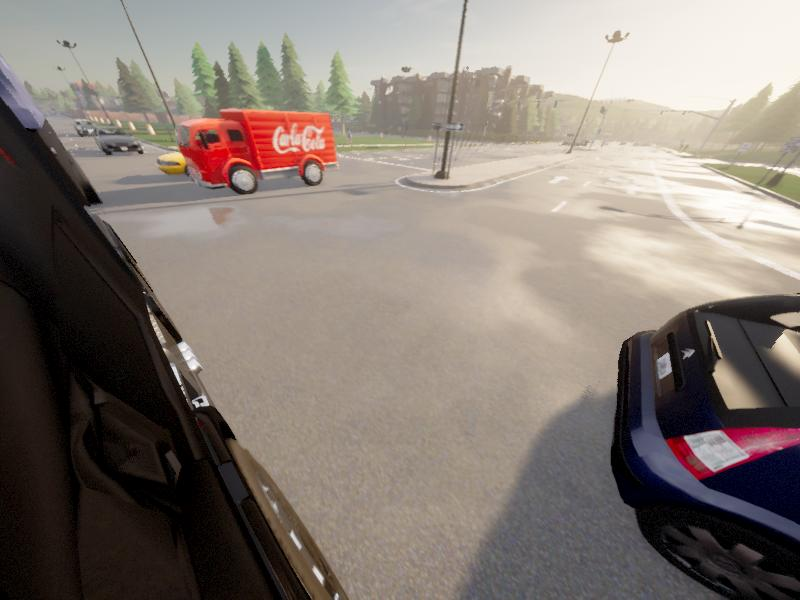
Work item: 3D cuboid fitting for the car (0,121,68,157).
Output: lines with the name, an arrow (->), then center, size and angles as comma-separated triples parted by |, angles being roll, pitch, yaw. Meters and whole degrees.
car -> -22.984, -10.069, 14.338 | 4.902, 1.511, 2.128 | 28, 44, 30

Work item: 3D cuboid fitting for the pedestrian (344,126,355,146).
pedestrian -> -6.021, -19.533, 27.574 | 0.751, 1.860, 0.751 | 32, 45, 33

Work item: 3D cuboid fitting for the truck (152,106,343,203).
truck -> -5.315, -5.888, 9.089 | 2.627, 2.467, 5.204 | 29, 46, 30

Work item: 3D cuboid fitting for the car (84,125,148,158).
car -> -18.841, -10.567, 15.314 | 4.193, 1.474, 1.816 | 28, 44, 30

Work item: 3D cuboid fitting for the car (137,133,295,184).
car -> -8.171, -6.842, 10.956 | 1.801, 1.575, 5.366 | 29, 44, 30

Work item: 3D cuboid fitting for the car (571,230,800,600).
car -> 3.423, 1.293, 0.822 | 3.988, 1.617, 1.851 | 28, 44, 30

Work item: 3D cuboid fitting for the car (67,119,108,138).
car -> -34.022, -18.687, 25.163 | 3.806, 1.475, 1.970 | 28, 43, 30

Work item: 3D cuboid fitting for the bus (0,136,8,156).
bus -> -24.853, -9.554, 11.221 | 10.273, 4.253, 3.944 | 29, 44, 29

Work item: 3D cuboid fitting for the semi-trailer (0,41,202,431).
semi-trailer -> -8.697, -3.611, 4.223 | 14.254, 4.402, 2.717 | 28, 44, 30

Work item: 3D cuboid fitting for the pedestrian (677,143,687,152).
pedestrian -> 68.805, -37.273, 56.380 | 0.751, 1.860, 0.751 | 28, 44, 30

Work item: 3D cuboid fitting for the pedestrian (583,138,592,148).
pedestrian -> 42.172, -35.329, 51.994 | 0.751, 1.860, 0.751 | -27, 46, -33

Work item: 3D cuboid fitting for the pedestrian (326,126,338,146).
pedestrian -> -7.780, -18.778, 26.443 | 0.751, 1.860, 0.751 | 29, 44, 31

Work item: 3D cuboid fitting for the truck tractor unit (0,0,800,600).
truck tractor unit -> -2.645, -0.295, 0.351 | 6.516, 4.208, 3.053 | 28, 44, 30
